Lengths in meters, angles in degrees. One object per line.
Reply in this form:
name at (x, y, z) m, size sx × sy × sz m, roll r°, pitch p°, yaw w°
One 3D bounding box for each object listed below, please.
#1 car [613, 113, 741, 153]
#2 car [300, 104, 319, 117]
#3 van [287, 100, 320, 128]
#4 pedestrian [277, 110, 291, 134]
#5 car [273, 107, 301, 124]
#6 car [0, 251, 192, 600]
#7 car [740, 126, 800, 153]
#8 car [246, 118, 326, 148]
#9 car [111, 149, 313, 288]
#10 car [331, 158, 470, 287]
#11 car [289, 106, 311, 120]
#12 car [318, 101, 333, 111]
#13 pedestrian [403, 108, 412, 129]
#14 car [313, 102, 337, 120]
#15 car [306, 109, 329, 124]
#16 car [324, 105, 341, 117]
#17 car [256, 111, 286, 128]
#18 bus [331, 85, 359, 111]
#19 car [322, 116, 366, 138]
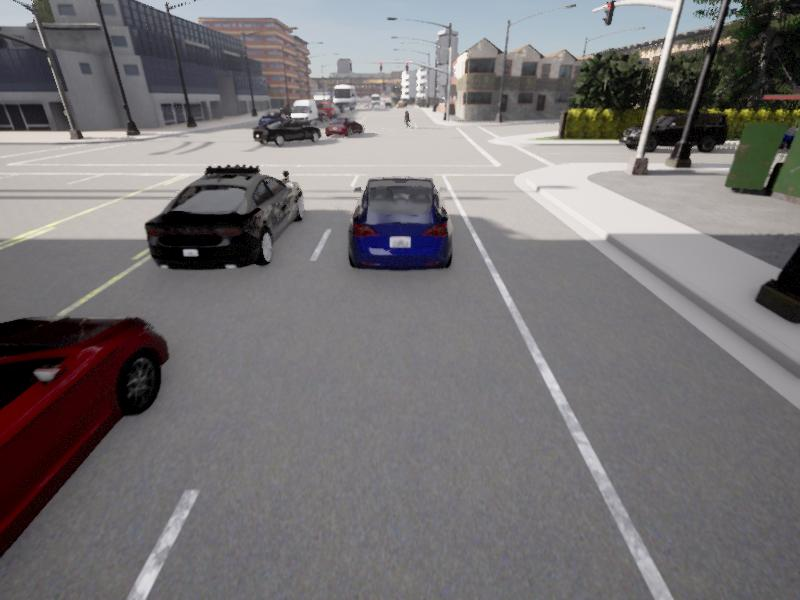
car at (16.099, -9.868, 23.553) m, size 5.566 × 2.045 × 2.150 m, roll 0°, pitch 27°, yaw 0°
car at (-13.940, -29.440, 62.122) m, size 1.837 × 1.490 × 4.892 m, roll 0°, pitch 28°, yaw 0°
van at (-10.440, -20.415, 43.781) m, size 1.988 × 2.561 × 5.915 m, roll 0°, pitch 27°, yaw 0°
pedestrian at (-10.156, -15.623, 35.075) m, size 0.751 × 1.860 × 0.751 m, roll -16°, pitch 31°, yaw -29°
car at (-13.934, -22.862, 49.542) m, size 1.930 × 1.638 × 5.238 m, roll 0°, pitch 28°, yaw 0°
car at (-3.502, 1.092, 2.789) m, size 1.816 × 1.474 × 4.193 m, roll 0°, pitch 27°, yaw 0°
car at (23.431, -9.498, 23.666) m, size 4.718 × 1.301 × 1.895 m, roll 0°, pitch 27°, yaw 0°
car at (-7.663, -11.558, 27.437) m, size 1.882 × 1.535 × 5.008 m, roll 19°, pitch 33°, yaw 33°
car at (-3.483, -2.144, 8.863) m, size 1.930 × 1.638 × 5.238 m, roll 0°, pitch 27°, yaw 0°
car at (0.008, -1.980, 8.720) m, size 2.163 × 1.488 × 4.792 m, roll 0°, pitch 27°, yaw 0°
car at (-13.941, -26.215, 56.034) m, size 1.882 × 1.535 × 5.008 m, roll 0°, pitch 28°, yaw 0°
car at (-13.926, -36.199, 74.717) m, size 1.882 × 1.535 × 5.008 m, roll 0°, pitch 28°, yaw 0°
pedestrian at (0.747, -18.148, 40.078) m, size 0.751 × 1.860 × 0.751 m, roll -10°, pitch 28°, yaw -18°
car at (-10.431, -26.577, 56.179) m, size 2.150 × 2.045 × 5.566 m, roll 0°, pitch 28°, yaw 0°
car at (-10.361, -23.204, 50.411) m, size 1.812 × 1.442 × 4.674 m, roll 0°, pitch 28°, yaw 0°
car at (-10.437, -29.550, 62.386) m, size 1.812 × 1.442 × 4.674 m, roll 0°, pitch 28°, yaw 0°
car at (-13.952, -19.611, 43.374) m, size 1.816 × 1.474 × 4.193 m, roll 0°, pitch 27°, yaw 0°
bus at (-10.302, -38.748, 76.695) m, size 3.944 × 4.253 × 10.273 m, roll 0°, pitch 27°, yaw 0°
car at (-4.575, -14.470, 33.401) m, size 1.994 × 1.385 × 4.181 m, roll 8°, pitch 28°, yaw 15°
